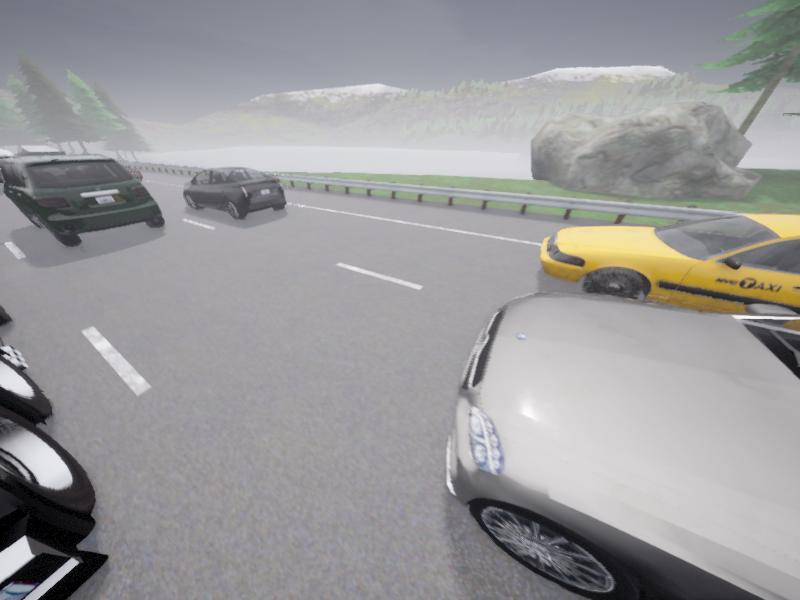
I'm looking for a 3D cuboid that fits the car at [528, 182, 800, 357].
[{"bbox_3d":[5.102,-0.502,3.302,5.366,1.575,1.801,18,39,25],"label":"car"}]

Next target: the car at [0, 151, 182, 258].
[{"bbox_3d":[-9.711,-3.189,6.948,5.566,2.045,2.150,18,39,24],"label":"car"}]

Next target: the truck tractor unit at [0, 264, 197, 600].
[{"bbox_3d":[-5.121,-0.285,0.788,6.516,4.208,3.053,18,39,24],"label":"truck tractor unit"}]

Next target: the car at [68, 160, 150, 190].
[{"bbox_3d":[-18.493,-8.033,14.685,4.718,1.301,1.895,18,39,24],"label":"car"}]

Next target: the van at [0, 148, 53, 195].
[{"bbox_3d":[-23.153,-7.542,13.384,4.480,2.038,2.069,18,39,24],"label":"van"}]

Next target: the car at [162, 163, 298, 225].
[{"bbox_3d":[-6.459,-4.226,8.855,4.514,1.525,2.007,18,39,24],"label":"car"}]

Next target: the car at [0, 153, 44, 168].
[{"bbox_3d":[-44.469,-16.455,27.127,4.718,1.301,1.895,18,39,24],"label":"car"}]

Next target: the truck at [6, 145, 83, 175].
[{"bbox_3d":[-32.821,-13.007,21.318,6.274,2.098,2.390,18,39,24],"label":"truck"}]

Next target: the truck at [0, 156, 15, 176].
[{"bbox_3d":[-36.832,-12.154,19.811,5.204,2.467,2.627,18,39,25],"label":"truck"}]

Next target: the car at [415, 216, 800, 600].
[{"bbox_3d":[2.829,1.053,1.057,5.027,1.651,2.152,18,39,24],"label":"car"}]
